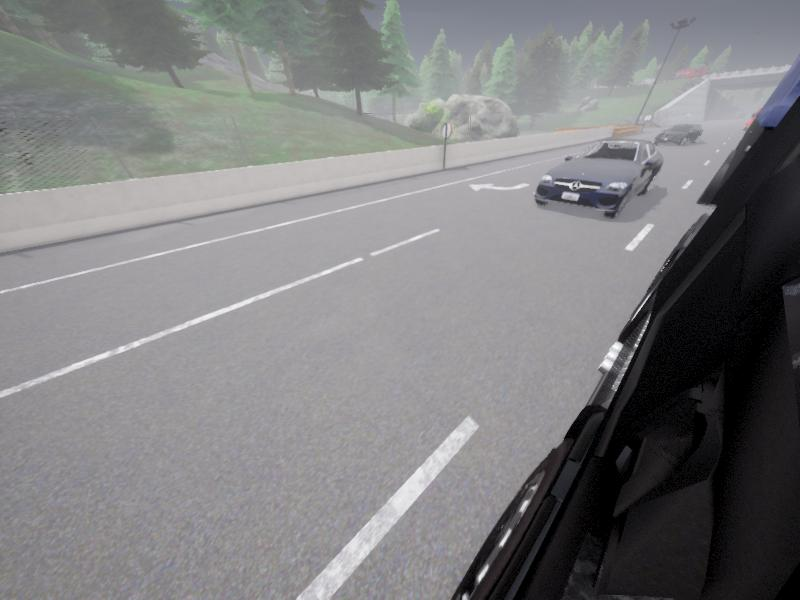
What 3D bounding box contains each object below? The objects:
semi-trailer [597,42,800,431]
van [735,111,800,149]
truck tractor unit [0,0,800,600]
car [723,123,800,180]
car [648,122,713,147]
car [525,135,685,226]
[{"bbox_3d":[8.704,-3.598,4.227,14.254,4.402,2.717,-28,44,-30],"label":"semi-trailer"},{"bbox_3d":[27.450,-12.668,17.149,4.480,2.038,2.069,-29,44,-30],"label":"van"},{"bbox_3d":[2.645,-0.295,0.352,6.516,4.208,3.053,-28,44,-30],"label":"truck tractor unit"},{"bbox_3d":[16.563,-6.672,10.172,4.856,1.649,2.033,-28,44,-30],"label":"car"},{"bbox_3d":[24.275,-14.341,20.011,4.892,1.490,1.837,-20,40,-22],"label":"car"},{"bbox_3d":[6.448,-4.017,7.236,5.027,1.651,2.152,-28,44,-30],"label":"car"}]
